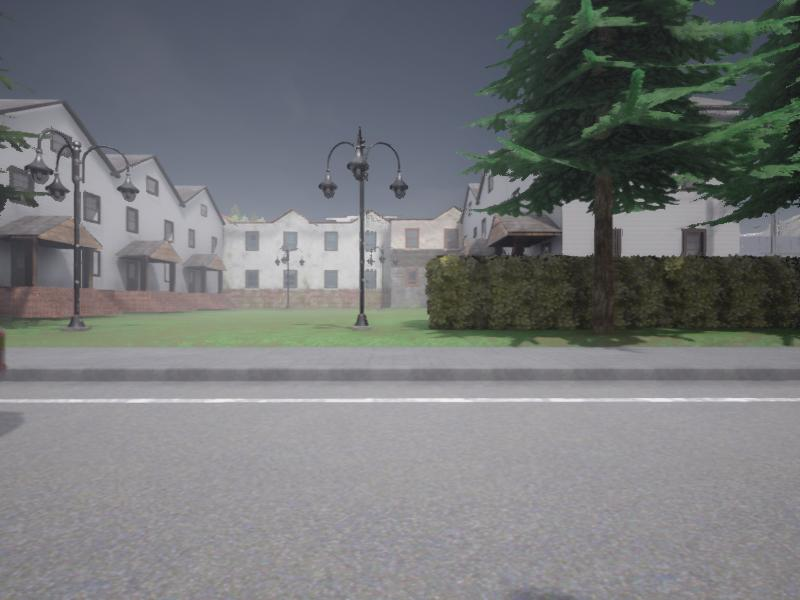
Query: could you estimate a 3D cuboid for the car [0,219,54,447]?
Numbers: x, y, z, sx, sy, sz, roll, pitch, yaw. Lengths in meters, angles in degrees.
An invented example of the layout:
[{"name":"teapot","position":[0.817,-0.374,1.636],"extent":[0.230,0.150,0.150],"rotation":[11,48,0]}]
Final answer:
[{"name":"car","position":[-5.191,0.219,2.150],"extent":[5.008,1.535,1.882],"rotation":[0,0,0]}]
